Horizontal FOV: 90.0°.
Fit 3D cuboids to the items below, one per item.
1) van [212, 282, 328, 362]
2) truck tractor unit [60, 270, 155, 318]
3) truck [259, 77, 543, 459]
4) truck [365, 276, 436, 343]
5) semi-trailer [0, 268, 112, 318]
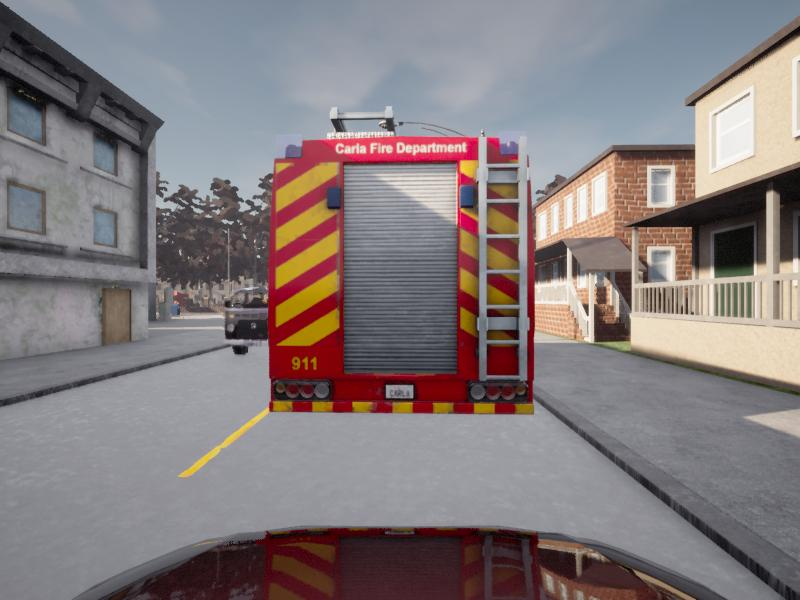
[{"bbox_3d":[-3.714,0.571,12.445,2.069,2.038,4.480,0,0,1],"label":"van"},{"bbox_3d":[-26.641,-0.525,36.674,6.516,4.208,3.053,0,0,1],"label":"truck tractor unit"},{"bbox_3d":[0.146,-0.321,8.301,2.891,3.827,8.468,0,0,2],"label":"truck"},{"bbox_3d":[0.173,0.357,17.323,2.627,2.467,5.204,0,0,4],"label":"truck"},{"bbox_3d":[-34.552,-0.619,36.950,14.254,4.402,2.717,0,0,2],"label":"semi-trailer"}]
